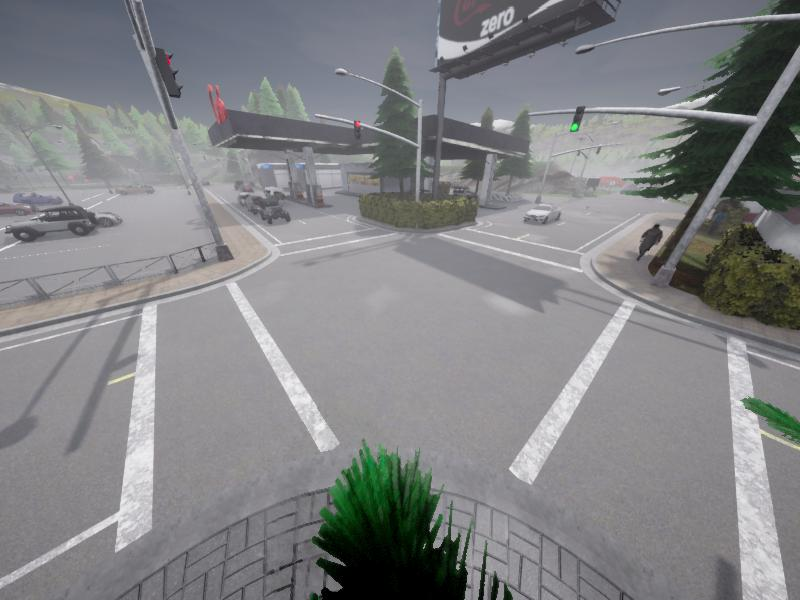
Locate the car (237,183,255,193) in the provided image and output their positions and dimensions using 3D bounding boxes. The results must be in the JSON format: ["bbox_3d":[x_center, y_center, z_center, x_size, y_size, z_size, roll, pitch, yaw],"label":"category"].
[{"bbox_3d":[-31.262,-22.723,46.827,2.007,1.525,4.514,-22,37,-33],"label":"car"}]

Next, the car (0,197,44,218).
[{"bbox_3d":[-39.420,-8.945,22.590,4.514,1.523,2.007,-23,37,-34],"label":"car"}]

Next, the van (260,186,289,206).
[{"bbox_3d":[-17.553,-14.626,32.289,2.069,2.038,4.480,-22,37,-33],"label":"van"}]

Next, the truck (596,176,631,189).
[{"bbox_3d":[51.714,-28.614,56.093,2.627,2.467,5.204,-22,37,-33],"label":"truck"}]

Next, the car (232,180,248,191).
[{"bbox_3d":[-35.570,-25.495,51.265,1.905,1.878,3.866,-22,37,-33],"label":"car"}]

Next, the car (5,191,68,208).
[{"bbox_3d":[-45.788,-12.777,29.270,3.633,1.501,1.845,-23,37,-34],"label":"car"}]

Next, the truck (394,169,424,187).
[{"bbox_3d":[2.277,-32.920,62.184,2.891,3.827,8.468,-22,37,-33],"label":"truck"}]

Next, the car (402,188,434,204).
[{"bbox_3d":[2.620,-15.713,34.677,2.242,1.667,4.611,-23,37,-34],"label":"car"}]

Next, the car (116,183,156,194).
[{"bbox_3d":[-49.532,-20.953,43.472,4.514,1.523,2.007,-23,37,-34],"label":"car"}]

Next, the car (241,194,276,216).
[{"bbox_3d":[-15.972,-10.737,25.967,2.033,1.649,4.856,-22,37,-33],"label":"car"}]

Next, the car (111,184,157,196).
[{"bbox_3d":[-47.482,-19.774,41.410,5.027,1.636,2.152,-23,37,-34],"label":"car"}]

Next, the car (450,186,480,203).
[{"bbox_3d":[9.747,-16.005,34.849,1.905,1.878,3.866,-23,37,-34],"label":"car"}]

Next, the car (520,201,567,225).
[{"bbox_3d":[13.323,-8.082,21.356,4.674,1.442,1.812,-22,36,-34],"label":"car"}]

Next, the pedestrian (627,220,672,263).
[{"bbox_3d":[12.276,-2.891,11.408,0.751,1.860,0.751,-18,35,-28],"label":"pedestrian"}]

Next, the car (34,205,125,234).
[{"bbox_3d":[-25.501,-6.610,18.671,3.806,1.475,1.970,-23,37,-34],"label":"car"}]

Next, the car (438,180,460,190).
[{"bbox_3d":[11.207,-26.565,53.213,2.097,1.767,4.553,-22,37,-33],"label":"car"}]

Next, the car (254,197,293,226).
[{"bbox_3d":[-11.869,-8.361,21.588,1.905,1.878,3.866,-22,37,-33],"label":"car"}]

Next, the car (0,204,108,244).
[{"bbox_3d":[-23.841,-5.383,15.979,3.866,1.878,1.905,-23,37,-34],"label":"car"}]

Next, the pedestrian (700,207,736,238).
[{"bbox_3d":[22.137,-5.410,16.114,0.751,1.860,0.751,-22,37,-33],"label":"pedestrian"}]

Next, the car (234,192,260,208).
[{"bbox_3d":[-20.060,-13.151,30.299,1.970,1.475,3.806,-22,37,-34],"label":"car"}]

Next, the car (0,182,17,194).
[{"bbox_3d":[-77.034,-20.900,43.321,4.605,1.855,1.932,-23,37,-34],"label":"car"}]
